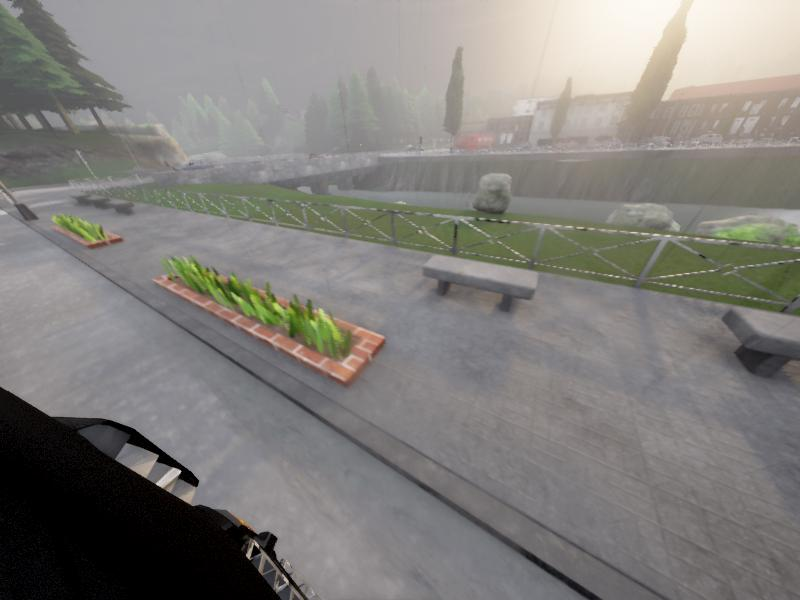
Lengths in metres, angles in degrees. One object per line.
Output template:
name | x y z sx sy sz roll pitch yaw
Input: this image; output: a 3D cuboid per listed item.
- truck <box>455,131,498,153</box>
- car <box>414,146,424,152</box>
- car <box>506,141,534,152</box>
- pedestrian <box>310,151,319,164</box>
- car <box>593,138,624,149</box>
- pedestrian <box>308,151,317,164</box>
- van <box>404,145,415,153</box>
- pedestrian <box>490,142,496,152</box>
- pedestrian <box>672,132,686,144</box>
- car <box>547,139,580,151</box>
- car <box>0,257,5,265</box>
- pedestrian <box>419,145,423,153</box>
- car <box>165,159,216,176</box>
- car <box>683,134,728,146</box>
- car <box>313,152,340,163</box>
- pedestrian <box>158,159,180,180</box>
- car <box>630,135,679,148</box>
truck | 17.350 -36.165 53.075 8.468 3.827 2.891 16 38 26
car | 7.117 -56.124 85.763 2.007 1.525 4.514 16 38 26
car | 25.610 -32.906 49.548 4.856 1.649 2.033 16 38 26
pedestrian | -14.585 -24.343 39.455 0.751 1.860 0.751 13 37 23
car | 38.699 -29.097 42.987 3.806 1.475 1.970 16 38 26
pedestrian | -15.088 -24.549 39.802 0.751 1.860 0.751 15 38 25
van | 3.290 -52.551 80.209 2.069 2.038 4.480 16 38 26
pedestrian | 19.944 -32.791 49.562 0.751 1.860 0.751 -10 34 -10
pedestrian | 51.905 -30.167 43.007 0.751 1.860 0.751 13 37 22
car | 32.514 -30.928 46.066 5.027 1.651 2.152 16 38 26
car | -12.546 -1.560 5.847 3.633 1.501 1.845 16 38 26
pedestrian | 5.970 -43.057 65.754 0.751 1.860 0.751 20 40 30
car | -29.983 -19.109 33.244 2.242 1.667 4.611 16 38 26
car | 49.486 -26.014 37.552 3.806 1.475 1.970 16 38 26
car | -15.083 -29.494 47.714 2.038 1.542 4.974 16 39 26
pedestrian | -24.822 -14.045 24.875 0.751 1.860 0.751 16 38 26
car | 44.064 -27.634 40.241 5.238 1.638 1.930 16 38 26
